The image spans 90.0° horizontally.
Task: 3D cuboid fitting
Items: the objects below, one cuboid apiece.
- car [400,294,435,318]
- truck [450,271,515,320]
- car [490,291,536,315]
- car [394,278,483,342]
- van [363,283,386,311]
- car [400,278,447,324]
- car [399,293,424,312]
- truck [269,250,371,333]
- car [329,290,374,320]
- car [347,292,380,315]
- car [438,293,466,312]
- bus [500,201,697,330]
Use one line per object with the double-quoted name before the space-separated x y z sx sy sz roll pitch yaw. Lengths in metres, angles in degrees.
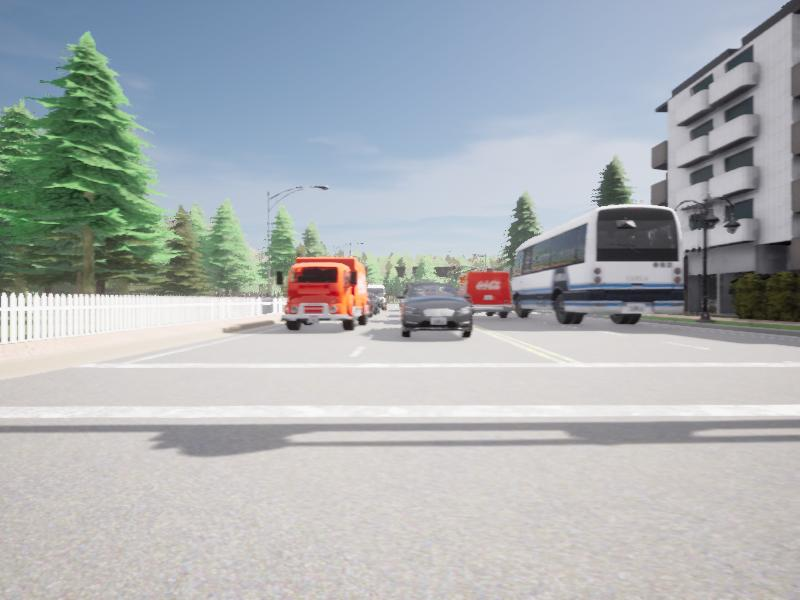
"car" 0.980 0.344 24.524 1.895 1.301 4.718 0 0 0
"truck" 4.470 -0.243 22.683 2.627 2.467 5.204 0 0 0
"car" 7.995 0.203 28.771 1.801 1.575 5.366 0 0 0
"car" 0.935 0.236 11.973 2.128 1.511 4.902 0 0 0
"van" -2.468 -0.276 40.048 1.988 2.561 5.915 0 0 0
"car" 0.954 0.046 18.047 1.905 1.878 3.866 0 0 0
"car" 1.026 0.181 37.342 2.152 1.651 5.027 0 0 0
"truck" -2.556 -0.244 14.444 2.627 2.467 5.204 0 0 0
"car" -2.531 0.244 21.801 1.837 1.490 4.892 0 0 0
"car" -2.507 0.244 28.362 1.837 1.490 4.892 0 0 0
"car" 4.520 0.224 35.656 1.882 1.535 5.008 0 0 0
"bus" 7.837 -1.133 18.346 3.944 4.253 10.273 0 0 0
